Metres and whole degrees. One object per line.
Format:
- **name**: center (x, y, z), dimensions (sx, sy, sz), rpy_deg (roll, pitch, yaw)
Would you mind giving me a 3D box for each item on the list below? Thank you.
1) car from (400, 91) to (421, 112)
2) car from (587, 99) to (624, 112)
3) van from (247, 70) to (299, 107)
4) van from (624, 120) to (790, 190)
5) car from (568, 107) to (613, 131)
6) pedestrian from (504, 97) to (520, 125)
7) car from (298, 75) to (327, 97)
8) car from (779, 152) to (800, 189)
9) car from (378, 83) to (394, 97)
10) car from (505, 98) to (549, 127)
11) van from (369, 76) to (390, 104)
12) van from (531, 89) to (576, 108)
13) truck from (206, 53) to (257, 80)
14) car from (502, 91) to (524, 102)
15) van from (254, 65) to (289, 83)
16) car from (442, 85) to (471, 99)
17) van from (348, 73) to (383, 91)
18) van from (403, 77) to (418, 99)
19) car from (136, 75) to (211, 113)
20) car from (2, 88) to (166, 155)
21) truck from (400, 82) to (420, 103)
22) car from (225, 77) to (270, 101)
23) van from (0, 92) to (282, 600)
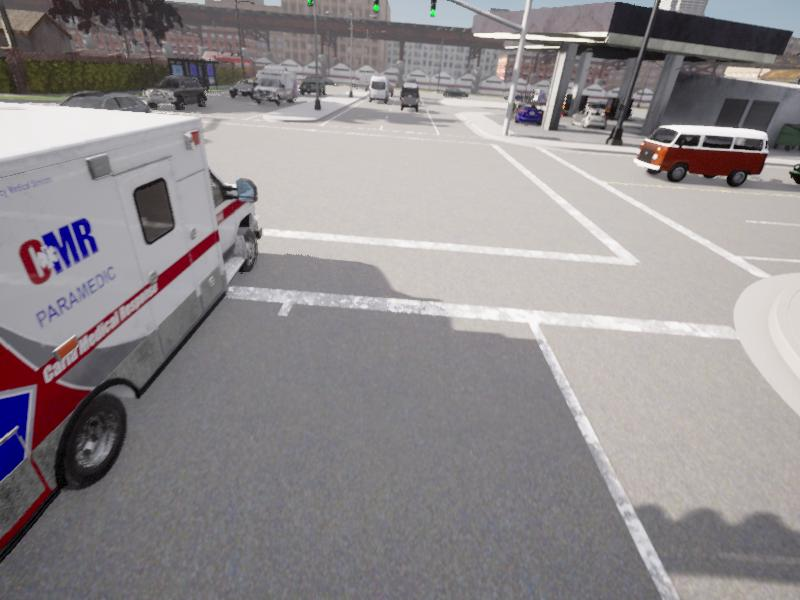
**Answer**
- **car**: center (0.963, -19.172, 38.595), dimensions (1.845, 1.501, 3.633), rpy_deg (4, 29, -1)
- **car**: center (36.396, -34.533, 70.988), dimensions (5.357, 1.411, 2.033), rpy_deg (7, 29, 4)
- **van**: center (-10.571, -18.063, 34.069), dimensions (2.351, 2.431, 6.366), rpy_deg (4, 29, -1)
- **van**: center (12.052, -5.848, 16.046), dimensions (4.480, 2.038, 2.069), rpy_deg (3, 29, -2)
- **car**: center (16.280, -15.654, 34.489), dimensions (1.970, 1.475, 3.806), rpy_deg (4, 29, -1)
- **pedestrian**: center (8.546, -14.459, 30.630), dimensions (0.751, 1.860, 0.751), rpy_deg (7, 29, 5)
- **car**: center (-10.279, -25.403, 47.512), dimensions (2.150, 2.045, 5.566), rpy_deg (4, 29, -1)
- **car**: center (18.933, -5.069, 16.406), dimensions (4.718, 1.301, 1.895), rpy_deg (4, 29, -2)
- **car**: center (-2.051, -31.221, 59.419), dimensions (2.152, 1.651, 5.027), rpy_deg (4, 29, -1)
- **car**: center (10.546, -15.826, 33.647), dimensions (2.242, 1.667, 4.611), rpy_deg (4, 29, -1)
- **van**: center (-2.312, -24.216, 46.030), dimensions (1.988, 2.561, 5.915), rpy_deg (4, 29, -1)
- **van**: center (25.891, -34.065, 67.614), dimensions (6.366, 2.431, 2.351), rpy_deg (4, 29, -1)
- **truck**: center (-33.022, -45.844, 78.661), dimensions (8.468, 3.827, 2.891), rpy_deg (4, 29, -1)
- **car**: center (21.699, -39.154, 76.918), dimensions (3.705, 1.549, 1.789), rpy_deg (4, 29, -1)
- **van**: center (-24.333, -42.945, 76.038), dimensions (5.915, 2.561, 1.988), rpy_deg (4, 29, -1)
- **car**: center (9.908, -36.665, 70.603), dimensions (4.553, 1.767, 2.097), rpy_deg (4, 29, -1)
- **van**: center (-6.532, -41.586, 76.317), dimensions (6.366, 2.431, 2.351), rpy_deg (4, 29, -1)
- **van**: center (1.523, -32.463, 61.155), dimensions (1.988, 2.561, 5.915), rpy_deg (4, 29, -1)
- **car**: center (-14.331, -13.335, 25.713), dimensions (1.932, 1.855, 4.605), rpy_deg (5, 30, 0)
- **car**: center (-11.041, -6.678, 14.644), dimensions (2.033, 1.649, 4.856), rpy_deg (4, 29, -1)
- **truck**: center (1.280, -26.857, 51.680), dimensions (2.390, 2.098, 6.274), rpy_deg (4, 30, -1)
- **car**: center (-14.020, -19.608, 37.136), dimensions (2.152, 1.651, 5.027), rpy_deg (4, 29, -1)
- **van**: center (-3.292, -0.415, 3.837), dimensions (2.351, 2.431, 6.366), rpy_deg (4, 29, -1)
